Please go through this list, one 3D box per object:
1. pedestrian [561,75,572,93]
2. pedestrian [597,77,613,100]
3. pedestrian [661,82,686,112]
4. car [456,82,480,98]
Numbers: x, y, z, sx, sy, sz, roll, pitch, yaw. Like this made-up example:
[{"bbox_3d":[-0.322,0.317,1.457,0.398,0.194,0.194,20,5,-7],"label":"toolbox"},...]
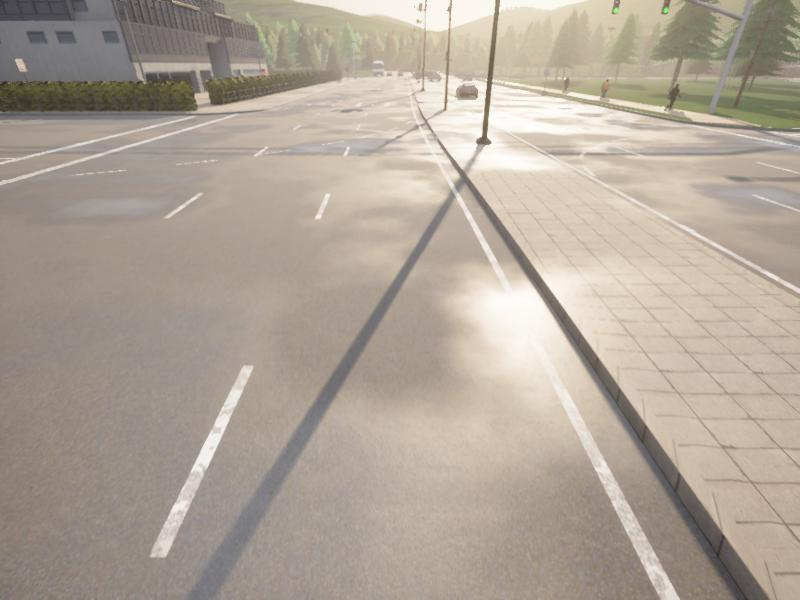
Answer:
[{"bbox_3d":[19.993,-25.914,48.005,0.751,1.860,0.751,1,30,2],"label":"pedestrian"},{"bbox_3d":[19.664,-20.287,38.398,0.751,1.860,0.751,1,30,2],"label":"pedestrian"},{"bbox_3d":[19.296,-14.344,28.253,0.751,1.860,0.751,1,30,2],"label":"pedestrian"},{"bbox_3d":[7.468,-23.393,44.559,1.994,1.385,4.181,0,30,1],"label":"car"}]
